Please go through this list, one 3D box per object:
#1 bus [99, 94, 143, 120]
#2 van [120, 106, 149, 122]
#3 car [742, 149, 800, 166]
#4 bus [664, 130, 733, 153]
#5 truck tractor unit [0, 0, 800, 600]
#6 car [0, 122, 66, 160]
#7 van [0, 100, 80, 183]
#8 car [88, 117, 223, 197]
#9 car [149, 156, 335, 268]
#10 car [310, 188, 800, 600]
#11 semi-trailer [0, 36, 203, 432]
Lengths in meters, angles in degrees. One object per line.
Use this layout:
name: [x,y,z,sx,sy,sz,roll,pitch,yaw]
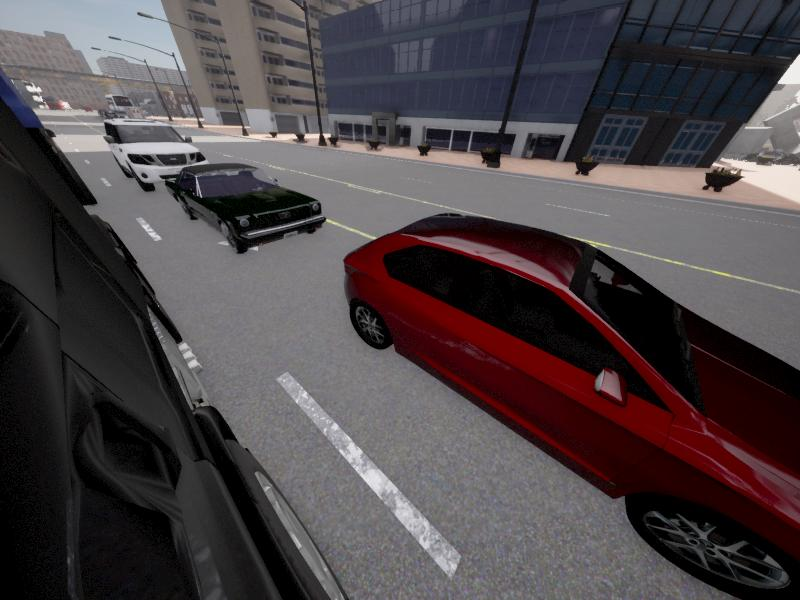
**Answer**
bus: [-66.089,-45.760,54.701,10.273,4.253,3.944,29,44,29]
van: [-57.660,-40.370,50.139,6.366,2.431,2.351,29,44,28]
car: [53.877,-20.523,33.255,2.038,1.542,4.974,-17,42,-25]
bus: [75.261,-40.230,58.556,10.273,4.253,3.944,3,37,0]
truck tractor unit: [-2.645,-0.295,0.351,6.516,4.208,3.053,28,44,30]
car: [-22.275,-9.523,13.726,4.902,1.511,2.128,28,44,30]
van: [-16.572,-6.878,9.792,6.366,2.431,2.351,28,44,30]
car: [-9.754,-5.873,9.176,5.566,2.045,2.150,28,44,30]
car: [-3.915,-2.477,5.626,4.718,1.301,1.895,28,44,30]
car: [1.278,0.188,2.244,4.193,1.474,1.816,28,44,30]
semi-trailer: [-8.755,-3.565,4.172,14.254,4.402,2.717,27,43,29]
